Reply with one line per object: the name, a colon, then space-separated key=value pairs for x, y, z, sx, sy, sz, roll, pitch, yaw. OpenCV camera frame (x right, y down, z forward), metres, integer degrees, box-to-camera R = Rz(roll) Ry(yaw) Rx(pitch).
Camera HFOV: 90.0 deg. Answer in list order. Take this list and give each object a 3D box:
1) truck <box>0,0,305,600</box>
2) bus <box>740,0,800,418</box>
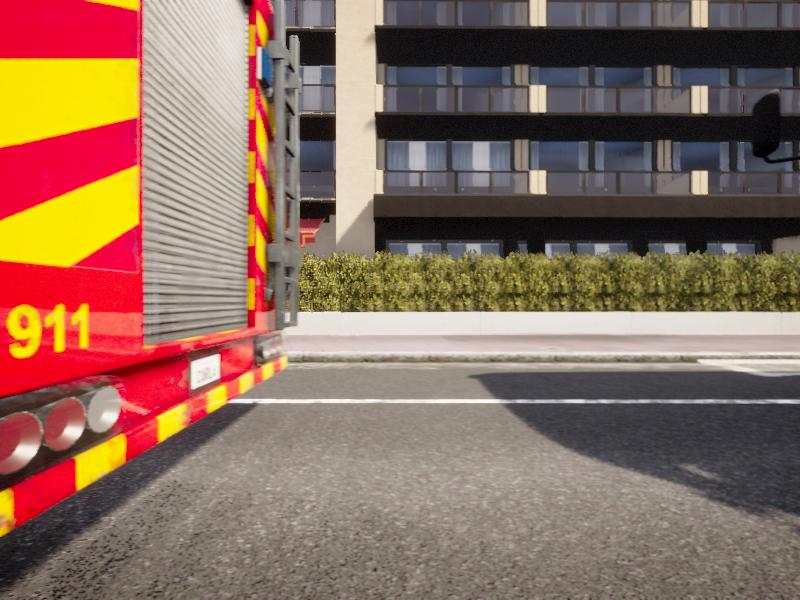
truck: x=-5.096 y=-0.919 z=2.185 sx=8.468 sy=3.827 sz=2.891 roll=0 pitch=0 yaw=0
bus: x=8.517 y=-1.134 z=2.088 sx=10.273 sy=4.253 sz=3.944 roll=0 pitch=0 yaw=-2
